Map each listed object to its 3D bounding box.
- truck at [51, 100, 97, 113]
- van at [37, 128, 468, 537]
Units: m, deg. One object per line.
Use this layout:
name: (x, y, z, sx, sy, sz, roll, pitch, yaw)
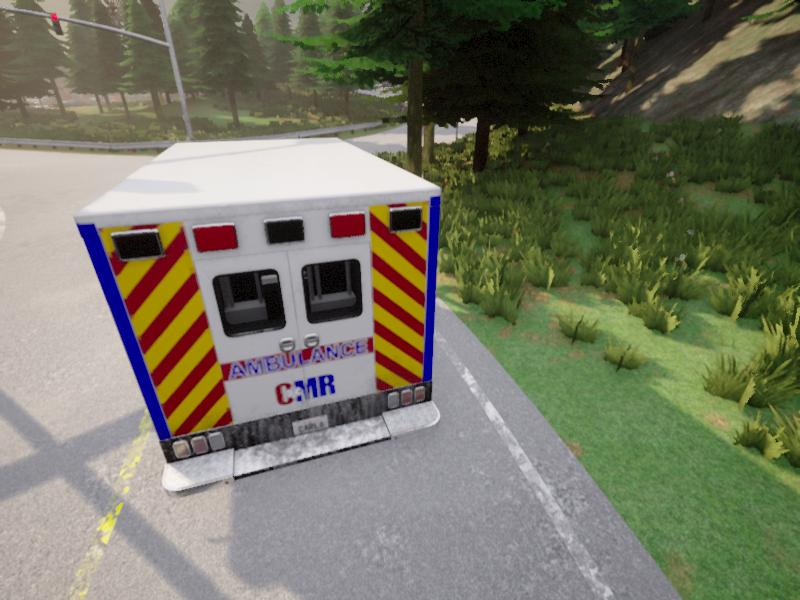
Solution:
truck: (-62.376, -37.172, 76.739, 2.390, 2.098, 6.274, 8, 28, 15)
van: (-1.694, -0.811, 5.532, 2.351, 2.431, 6.366, -9, 29, -17)
